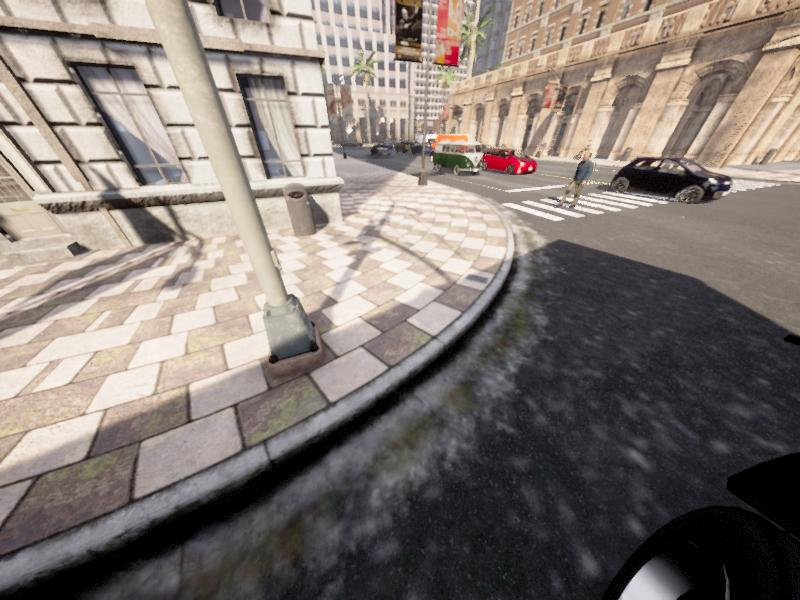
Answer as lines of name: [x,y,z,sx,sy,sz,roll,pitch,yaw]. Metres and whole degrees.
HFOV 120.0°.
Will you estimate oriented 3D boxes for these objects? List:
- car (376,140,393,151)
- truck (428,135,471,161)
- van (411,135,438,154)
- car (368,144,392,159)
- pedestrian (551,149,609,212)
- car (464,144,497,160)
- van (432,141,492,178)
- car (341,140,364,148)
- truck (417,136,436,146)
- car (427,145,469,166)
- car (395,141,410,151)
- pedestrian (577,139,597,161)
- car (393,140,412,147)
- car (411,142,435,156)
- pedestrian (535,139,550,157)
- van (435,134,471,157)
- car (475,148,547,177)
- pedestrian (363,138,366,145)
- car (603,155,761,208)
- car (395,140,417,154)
car: [-3.156,-31.402,46.885,2.097,1.767,4.553,-13,37,-18]
truck: [5.869,-18.933,28.574,2.627,2.467,5.204,-13,37,-18]
van: [4.064,-26.880,39.791,1.988,2.561,5.915,-13,37,-18]
car: [-2.740,-20.014,31.043,1.812,1.442,4.674,-13,37,-18]
pedestrian: [6.279,-4.201,8.176,0.751,1.860,0.751,-11,37,-15]
car: [9.831,-18.313,28.490,1.845,1.501,3.633,-13,37,-18]
van: [4.258,-10.419,16.934,1.775,1.987,4.442,-14,37,-18]
car: [-12.142,-40.065,59.348,5.238,1.638,1.930,-13,37,-18]
truck: [8.303,-49.552,71.966,5.204,2.467,2.627,-13,37,-18]
car: [4.721,-14.826,23.605,1.837,1.490,4.892,-14,37,-18]
car: [0.467,-31.536,47.286,1.845,1.501,3.633,-13,37,-18]
pedestrian: [19.474,-15.661,24.084,0.751,1.860,0.751,-10,36,-14]
car: [0.689,-42.996,63.604,4.902,1.511,2.128,-13,37,-18]
car: [3.245,-22.296,34.104,1.851,1.617,3.988,-13,37,-18]
pedestrian: [17.293,-18.436,28.030,0.751,1.860,0.751,-7,36,-10]
van: [7.381,-22.182,33.112,1.988,2.561,5.915,-13,37,-18]
car: [7.984,-10.334,17.192,2.007,1.525,4.514,-14,37,-18]
pedestrian: [-11.193,-50.206,73.222,0.751,1.860,0.751,-13,37,-18]
car: [11.666,-5.262,9.979,1.845,1.501,3.633,-14,37,-18]
car: [0.881,-25.750,38.779,1.932,1.855,4.605,-13,37,-18]
